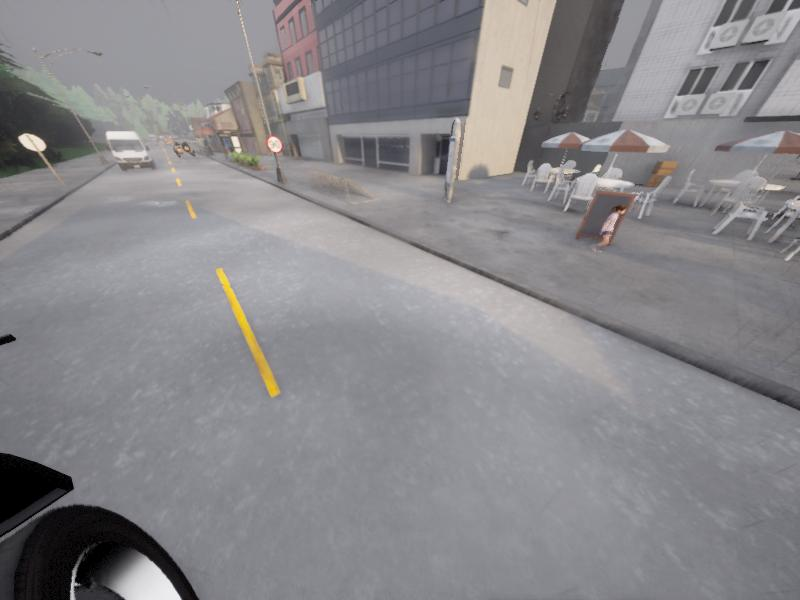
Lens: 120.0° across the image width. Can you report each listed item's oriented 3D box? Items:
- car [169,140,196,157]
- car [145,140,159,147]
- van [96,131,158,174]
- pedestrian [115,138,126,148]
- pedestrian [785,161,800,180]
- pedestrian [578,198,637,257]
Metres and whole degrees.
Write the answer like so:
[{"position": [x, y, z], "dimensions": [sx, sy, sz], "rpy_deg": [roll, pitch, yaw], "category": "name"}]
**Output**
[{"position": [-30.062, -20.997, 31.955], "dimensions": [1.932, 1.855, 4.605], "rpy_deg": [-26, 43, -32], "category": "car"}, {"position": [-69.504, -43.974, 64.773], "dimensions": [2.152, 1.651, 5.027], "rpy_deg": [-26, 43, -32], "category": "car"}, {"position": [-21.584, -11.985, 18.596], "dimensions": [1.988, 2.561, 5.915], "rpy_deg": [-26, 43, -32], "category": "van"}, {"position": [-58.822, -33.073, 48.643], "dimensions": [0.751, 1.860, 0.751], "rpy_deg": [-28, 44, -35], "category": "pedestrian"}, {"position": [28.044, -9.342, 15.835], "dimensions": [0.751, 1.860, 0.751], "rpy_deg": [29, 44, 34], "category": "pedestrian"}, {"position": [4.568, -1.612, 5.132], "dimensions": [0.500, 1.100, 0.500], "rpy_deg": [-27, 43, -33], "category": "pedestrian"}]
